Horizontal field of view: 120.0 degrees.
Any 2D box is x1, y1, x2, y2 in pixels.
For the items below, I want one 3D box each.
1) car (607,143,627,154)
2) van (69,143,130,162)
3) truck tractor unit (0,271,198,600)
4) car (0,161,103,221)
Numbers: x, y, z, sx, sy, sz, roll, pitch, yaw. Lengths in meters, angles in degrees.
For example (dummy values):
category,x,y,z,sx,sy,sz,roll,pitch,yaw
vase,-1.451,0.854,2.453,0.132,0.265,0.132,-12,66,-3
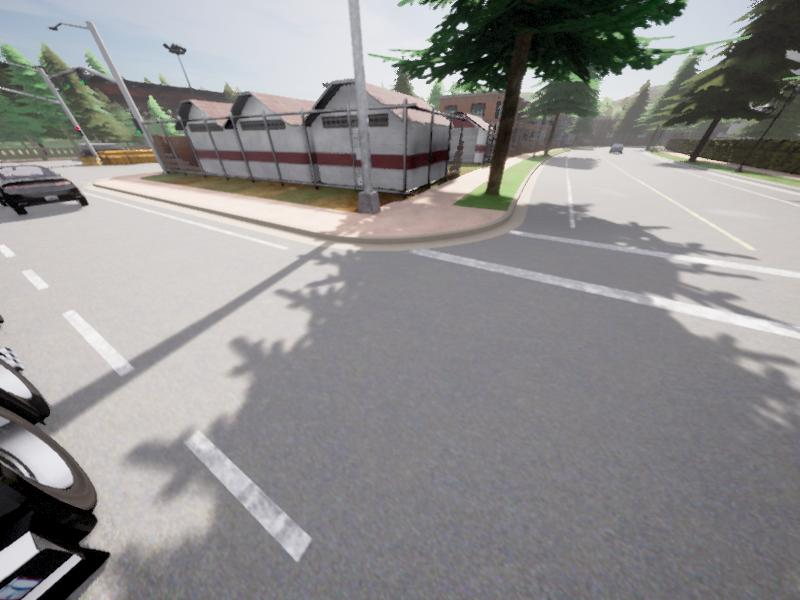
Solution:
category,x,y,z,sx,sy,sz,roll,pitch,yaw
car,37.949,-26.572,40.503,2.033,1.411,5.357,23,41,30
van,-41.469,-20.580,32.070,1.775,1.987,4.442,16,38,22
truck tractor unit,-5.130,-0.279,0.776,6.516,4.208,3.053,17,39,24
car,-14.974,-4.596,9.373,4.902,1.511,2.128,17,39,24
